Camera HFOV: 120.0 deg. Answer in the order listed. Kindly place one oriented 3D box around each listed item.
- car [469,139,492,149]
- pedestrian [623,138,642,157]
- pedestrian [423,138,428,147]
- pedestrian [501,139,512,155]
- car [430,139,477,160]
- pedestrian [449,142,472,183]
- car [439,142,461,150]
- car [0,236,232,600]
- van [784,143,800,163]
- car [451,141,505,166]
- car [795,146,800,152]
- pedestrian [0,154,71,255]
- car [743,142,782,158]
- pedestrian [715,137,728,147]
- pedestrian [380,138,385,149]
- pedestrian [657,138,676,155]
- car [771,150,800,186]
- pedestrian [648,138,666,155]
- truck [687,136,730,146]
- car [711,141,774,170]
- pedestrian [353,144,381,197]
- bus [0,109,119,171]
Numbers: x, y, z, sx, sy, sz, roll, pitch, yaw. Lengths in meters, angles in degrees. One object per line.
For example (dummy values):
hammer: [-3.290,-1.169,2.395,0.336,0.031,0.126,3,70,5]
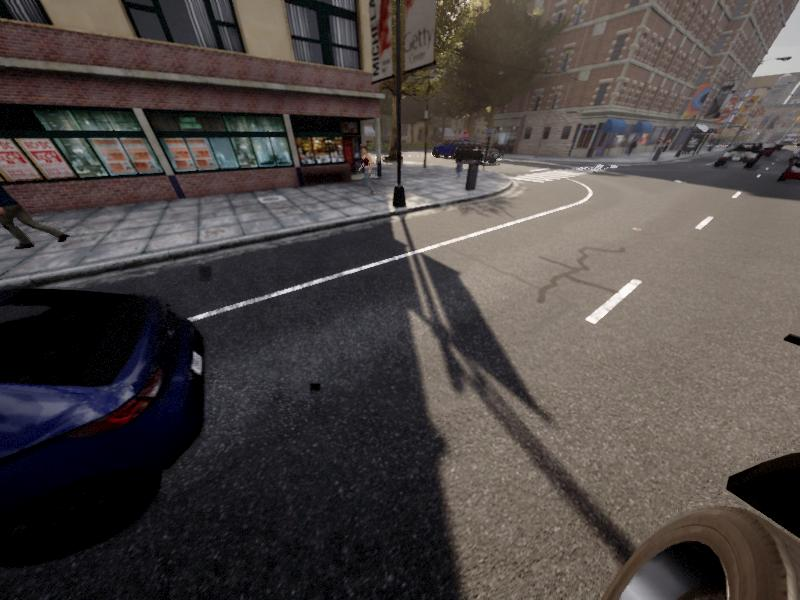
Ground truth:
car: [17.831,-34.478,51.124,4.553,1.767,2.097,-22,41,-28]
pedestrian: [27.553,-18.078,27.421,0.751,1.860,0.751,-26,43,-32]
pedestrian: [6.363,-39.361,57.769,0.751,1.860,0.751,-18,39,-24]
pedestrian: [14.556,-20.921,31.552,0.751,1.860,0.751,28,44,34]
car: [6.555,-19.067,29.124,2.150,2.045,5.566,-23,41,-28]
pedestrian: [3.289,-7.489,12.585,0.751,1.860,0.751,21,40,27]
car: [11.022,-33.969,50.871,4.718,1.301,1.895,-22,41,-28]
car: [-3.612,1.103,1.091,4.193,1.474,1.816,-22,41,-28]
van: [42.152,-15.420,23.354,6.366,2.431,2.351,-22,41,-28]
car: [7.622,-14.707,23.081,1.932,1.855,4.605,-23,41,-28]
car: [65.812,-24.627,37.086,4.674,1.442,1.812,-22,41,-28]
pedestrian: [-8.534,-2.046,4.954,0.751,1.860,0.751,-21,40,-27]
car: [45.724,-18.965,29.127,5.008,1.535,1.882,-22,41,-28]
pedestrian: [72.502,-35.711,52.091,0.751,1.860,0.751,25,42,31]
pedestrian: [-3.949,-35.026,51.698,0.751,1.860,0.751,-24,41,-29]
pedestrian: [34.909,-20.128,30.272,0.751,1.860,0.751,-24,42,-30]
car: [23.881,-7.604,13.228,4.792,1.488,2.163,-22,41,-28]
pedestrian: [33.156,-19.828,29.860,0.751,1.860,0.751,-24,42,-30]
truck: [80.128,-41.404,60.202,2.390,2.098,6.274,-22,41,-28]
car: [28.506,-12.098,19.222,4.605,1.855,1.932,-22,40,-28]
pedestrian: [-1.363,-5.417,9.681,0.751,1.860,0.751,-18,39,-23]
bus: [-34.397,-14.294,20.741,10.273,4.253,3.944,-21,40,-28]
